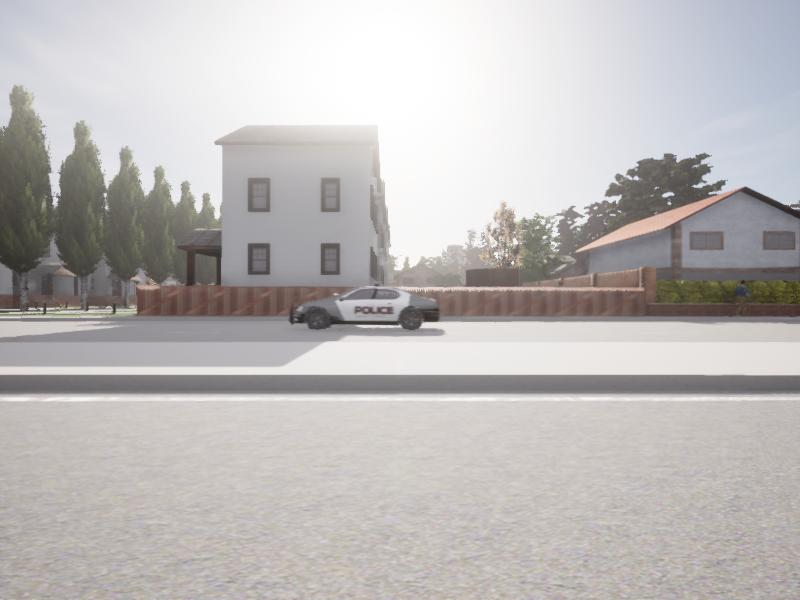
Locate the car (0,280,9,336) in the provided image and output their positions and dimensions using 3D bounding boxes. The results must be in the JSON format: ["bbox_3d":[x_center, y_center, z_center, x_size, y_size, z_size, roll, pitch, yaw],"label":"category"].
[{"bbox_3d":[-13.151,0.214,10.127,4.514,1.525,2.007,0,0,0],"label":"car"}]

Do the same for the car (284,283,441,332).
[{"bbox_3d":[-1.179,0.226,13.692,4.974,1.542,2.038,0,0,0],"label":"car"}]

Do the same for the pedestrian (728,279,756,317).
[{"bbox_3d":[16.991,-0.097,19.890,0.751,1.860,0.751,0,0,1],"label":"pedestrian"}]
